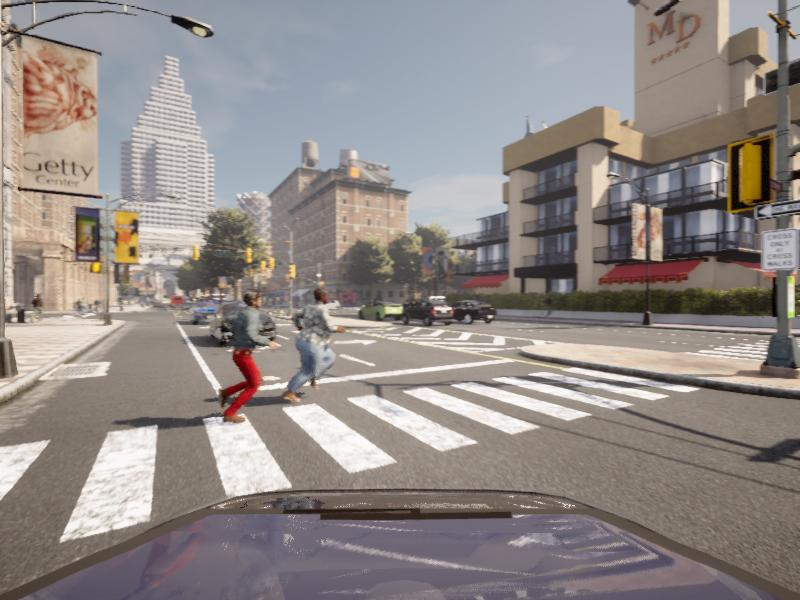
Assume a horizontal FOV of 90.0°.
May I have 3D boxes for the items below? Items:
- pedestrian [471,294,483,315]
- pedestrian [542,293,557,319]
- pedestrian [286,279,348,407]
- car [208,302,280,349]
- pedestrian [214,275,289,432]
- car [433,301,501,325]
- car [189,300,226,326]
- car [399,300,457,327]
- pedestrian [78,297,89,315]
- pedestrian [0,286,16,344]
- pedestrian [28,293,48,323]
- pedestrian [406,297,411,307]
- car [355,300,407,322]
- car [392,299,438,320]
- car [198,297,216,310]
[{"bbox_3d":[7.033,0.410,36.530,0.751,1.860,0.751,0,0,-30],"label":"pedestrian"},{"bbox_3d":[10.817,0.414,28.967,0.751,1.860,0.751,0,0,-32],"label":"pedestrian"},{"bbox_3d":[-1.319,0.629,6.330,0.751,1.860,0.751,0,0,-32],"label":"pedestrian"},{"bbox_3d":[-6.236,0.832,15.583,1.837,1.490,4.892,0,0,-31],"label":"car"},{"bbox_3d":[-1.956,0.632,5.249,0.751,1.860,0.751,0,0,-36],"label":"pedestrian"},{"bbox_3d":[4.397,0.791,27.052,1.837,1.490,4.892,0,0,-31],"label":"car"},{"bbox_3d":[-13.275,0.808,27.430,1.882,1.535,5.008,0,0,-31],"label":"car"},{"bbox_3d":[1.637,0.771,24.845,1.789,1.549,3.705,0,0,-31],"label":"car"},{"bbox_3d":[-33.003,0.644,41.740,0.751,1.860,0.751,0,0,-31],"label":"pedestrian"},{"bbox_3d":[-13.155,0.493,13.071,0.751,1.860,0.751,0,0,-33],"label":"pedestrian"},{"bbox_3d":[-22.551,0.495,24.931,0.751,1.860,0.751,0,0,-26],"label":"pedestrian"},{"bbox_3d":[1.590,0.358,77.513,0.751,1.860,0.751,0,0,-31],"label":"pedestrian"},{"bbox_3d":[-1.528,0.783,30.157,2.007,1.525,4.514,0,0,-31],"label":"car"},{"bbox_3d":[1.149,0.733,32.524,1.851,1.617,3.988,0,0,-31],"label":"car"},{"bbox_3d":[-30.975,0.539,64.056,2.150,2.045,5.566,0,0,-31],"label":"car"}]
